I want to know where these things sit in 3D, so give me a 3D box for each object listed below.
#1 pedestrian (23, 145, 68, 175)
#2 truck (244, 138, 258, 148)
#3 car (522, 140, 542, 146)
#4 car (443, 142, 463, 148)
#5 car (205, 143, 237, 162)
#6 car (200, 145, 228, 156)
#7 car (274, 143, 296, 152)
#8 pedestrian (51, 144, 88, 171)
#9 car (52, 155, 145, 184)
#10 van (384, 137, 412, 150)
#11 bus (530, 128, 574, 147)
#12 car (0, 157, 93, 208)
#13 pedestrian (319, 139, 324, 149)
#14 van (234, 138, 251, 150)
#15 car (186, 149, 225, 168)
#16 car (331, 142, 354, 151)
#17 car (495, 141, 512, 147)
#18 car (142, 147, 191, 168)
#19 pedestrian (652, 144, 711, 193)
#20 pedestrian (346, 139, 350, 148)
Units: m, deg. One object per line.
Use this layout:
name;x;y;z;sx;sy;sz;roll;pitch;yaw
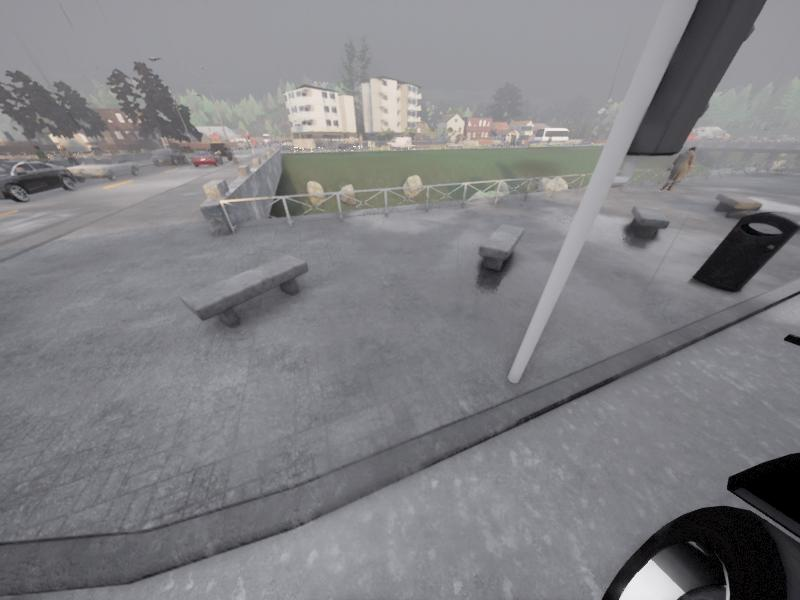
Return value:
pedestrian;-26.117;-10.338;17.083;0.751;1.860;0.751;-4;35;-5
truck;-48.005;-50.668;74.482;2.627;2.467;5.204;-13;37;-17
car;39.794;-47.302;69.568;4.856;1.649;2.033;-13;37;-17
car;14.115;-41.405;61.711;4.718;1.301;1.895;-13;37;-17
car;-22.491;-18.722;29.199;1.905;1.878;3.866;-13;37;-17
car;-31.683;-25.655;39.603;2.033;1.411;5.357;-10;36;-13
car;-24.763;-32.969;49.893;3.806;1.475;1.970;-8;36;-10
pedestrian;-27.805;-12.005;19.475;0.751;1.860;0.751;-13;37;-17
car;-20.594;-9.220;16.152;1.895;1.301;4.718;-13;37;-17
van;-0.427;-38.613;56.881;6.366;2.431;2.351;-13;37;-17
bus;43.653;-46.853;66.616;10.273;4.253;3.944;-13;37;-17
car;-18.021;-5.615;10.800;2.128;1.511;4.902;-12;37;-16
pedestrian;-19.067;-38.055;56.332;0.751;1.860;0.751;-13;37;-18
van;-42.188;-41.955;62.042;2.351;2.431;6.366;-13;37;-17
car;-19.918;-14.693;23.884;1.994;1.385;4.181;-14;37;-18
car;-13.203;-35.366;53.187;4.892;1.490;1.837;-12;37;-17
car;29.779;-44.954;66.537;3.806;1.475;1.970;-13;37;-17
car;-24.544;-15.206;24.545;1.837;1.490;4.892;-13;38;-17
pedestrian;12.871;-6.050;10.625;0.751;1.860;0.751;-13;37;-17
pedestrian;-13.109;-39.428;58.232;0.751;1.860;0.751;-12;37;-16
